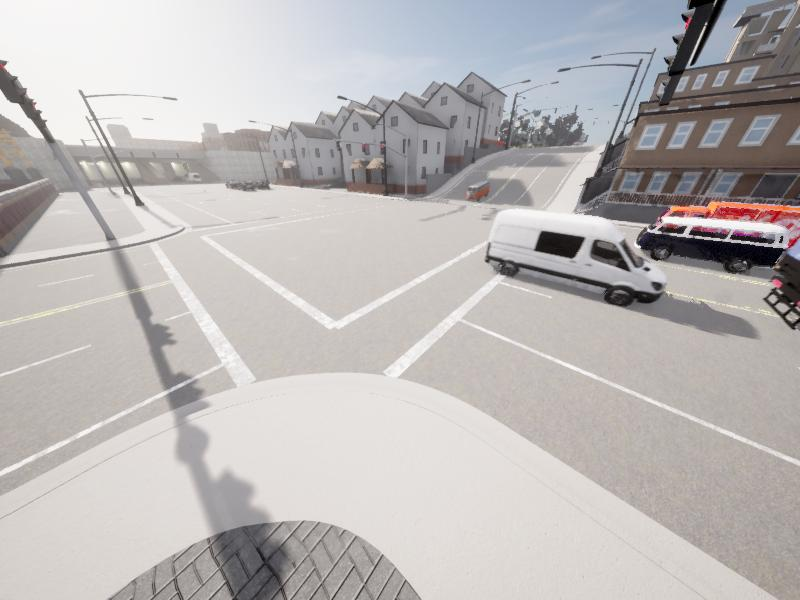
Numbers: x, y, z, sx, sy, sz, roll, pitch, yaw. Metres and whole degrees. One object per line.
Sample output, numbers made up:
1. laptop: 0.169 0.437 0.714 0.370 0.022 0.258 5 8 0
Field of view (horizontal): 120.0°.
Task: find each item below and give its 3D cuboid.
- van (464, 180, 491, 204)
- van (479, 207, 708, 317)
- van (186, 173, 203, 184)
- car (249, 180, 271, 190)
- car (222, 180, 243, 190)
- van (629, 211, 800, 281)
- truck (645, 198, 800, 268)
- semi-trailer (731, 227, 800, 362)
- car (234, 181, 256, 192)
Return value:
1. van: 10.880 -15.214 32.322 1.775 1.987 4.442 23 46 34
2. van: 6.558 -1.901 9.063 5.915 2.561 1.988 24 38 35
3. van: -59.827 -35.515 67.240 5.915 2.561 1.988 23 37 34
4. car: -29.715 -24.540 49.142 4.611 1.667 2.242 24 38 35
5. car: -36.342 -25.123 50.181 5.238 1.638 1.930 24 38 35
6. van: 14.563 -2.824 11.159 4.480 2.038 2.069 24 38 35
7. truck: 17.589 -3.927 12.639 5.204 2.467 2.627 25 38 36
8. semi-trailer: 15.577 1.260 1.704 14.254 4.402 2.717 24 38 35
9. car: -30.843 -22.643 46.000 4.514 1.525 2.007 24 38 35
